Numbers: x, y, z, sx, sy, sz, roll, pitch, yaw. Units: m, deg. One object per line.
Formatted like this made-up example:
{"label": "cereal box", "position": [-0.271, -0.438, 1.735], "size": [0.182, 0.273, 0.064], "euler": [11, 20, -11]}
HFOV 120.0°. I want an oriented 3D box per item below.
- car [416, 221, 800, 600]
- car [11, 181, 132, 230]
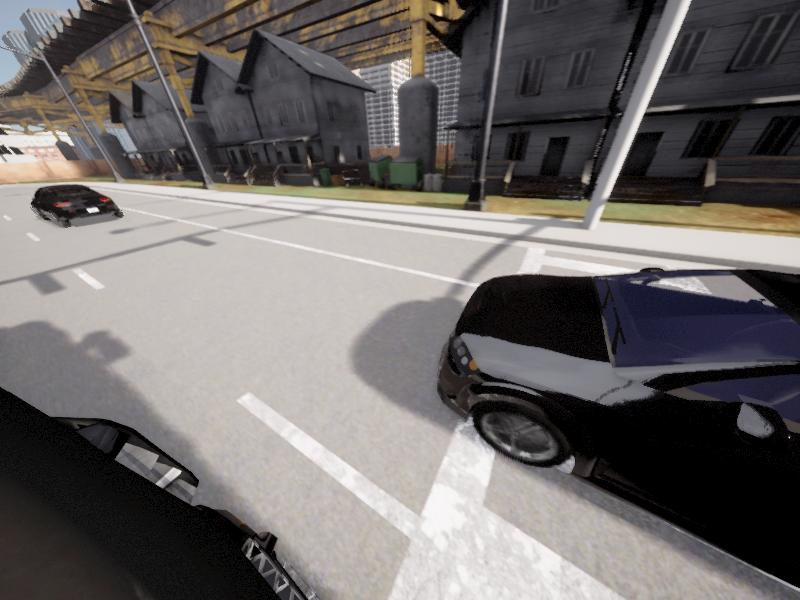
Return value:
{"label": "car", "position": [2.437, 0.576, 1.723], "size": [4.181, 1.385, 1.994], "euler": [16, 38, 26]}
{"label": "car", "position": [-14.588, -4.321, 10.269], "size": [4.674, 1.442, 1.812], "euler": [14, 36, 24]}
